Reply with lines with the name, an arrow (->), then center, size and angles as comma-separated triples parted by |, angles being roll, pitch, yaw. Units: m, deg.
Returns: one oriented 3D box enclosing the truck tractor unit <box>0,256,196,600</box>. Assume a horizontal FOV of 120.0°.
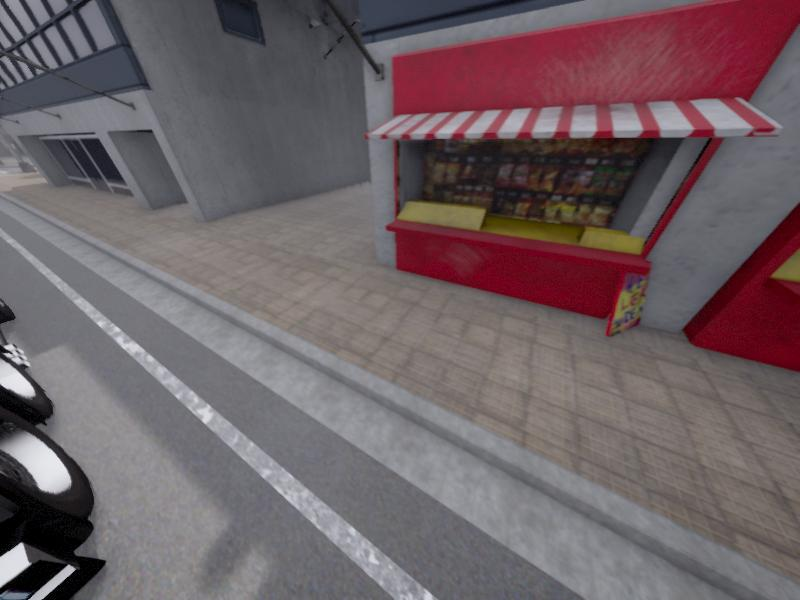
truck tractor unit -> -5.099, -0.313, 0.796 | 6.516, 4.208, 3.053 | 19, 39, 25
